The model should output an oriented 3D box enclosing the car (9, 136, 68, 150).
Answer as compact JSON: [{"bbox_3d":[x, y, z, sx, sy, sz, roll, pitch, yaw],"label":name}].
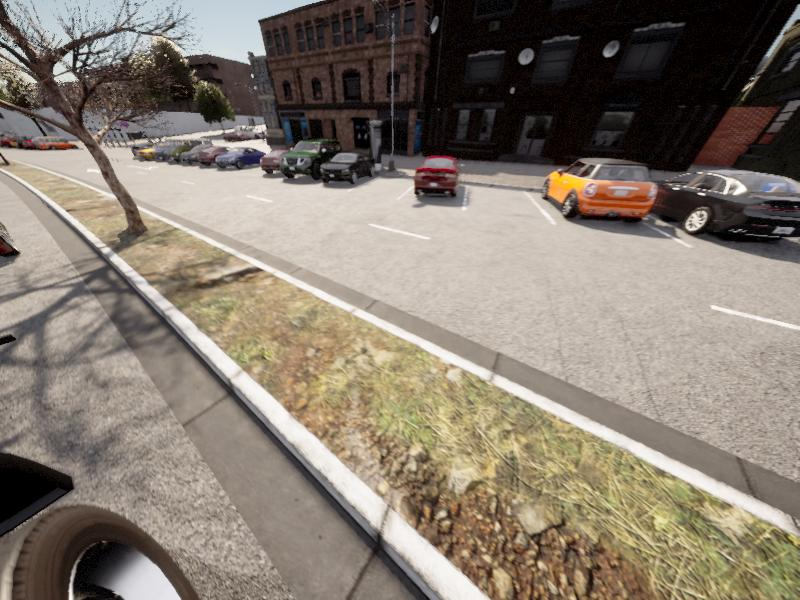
[{"bbox_3d":[-69.926,-30.554,44.897,2.435,2.045,5.566,3,35,4],"label":"car"}]

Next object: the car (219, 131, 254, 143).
[{"bbox_3d":[-29.660,-29.644,41.919,4.674,1.452,2.002,4,41,4],"label":"car"}]

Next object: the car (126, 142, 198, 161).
[{"bbox_3d":[-26.034,-16.544,25.635,1.946,1.575,5.366,7,35,8],"label":"car"}]

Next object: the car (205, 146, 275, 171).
[{"bbox_3d":[-13.129,-11.984,19.403,2.002,1.452,4.674,8,35,9],"label":"car"}]

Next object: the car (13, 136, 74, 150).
[{"bbox_3d":[-67.206,-29.757,43.805,2.435,2.045,5.566,4,35,4],"label":"car"}]

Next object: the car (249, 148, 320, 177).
[{"bbox_3d":[-8.055,-10.070,16.750,2.002,1.452,4.674,8,35,10],"label":"car"}]

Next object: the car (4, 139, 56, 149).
[{"bbox_3d":[-75.349,-31.955,47.240,1.946,1.575,5.366,3,35,4],"label":"car"}]

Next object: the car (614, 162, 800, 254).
[{"bbox_3d":[9.415,-3.128,7.057,2.231,1.521,4.892,9,36,12],"label":"car"}]

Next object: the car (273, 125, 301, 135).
[{"bbox_3d":[-24.461,-36.859,50.104,4.892,1.521,2.231,4,41,4],"label":"car"}]

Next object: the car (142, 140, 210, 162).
[{"bbox_3d":[-23.399,-15.858,24.485,2.185,1.767,4.553,7,35,8],"label":"car"}]

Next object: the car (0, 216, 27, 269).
[{"bbox_3d":[-10.289,-1.555,4.807,4.181,1.385,1.994,21,40,27],"label":"car"}]

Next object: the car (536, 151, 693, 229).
[{"bbox_3d":[6.944,-4.245,8.391,2.185,1.767,4.553,9,35,12],"label":"car"}]

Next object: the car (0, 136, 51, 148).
[{"bbox_3d":[-78.079,-32.823,48.000,2.435,2.045,5.566,3,35,4],"label":"car"}]

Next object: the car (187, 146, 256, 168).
[{"bbox_3d":[-15.691,-12.926,20.707,2.002,1.452,4.674,7,35,9],"label":"car"}]

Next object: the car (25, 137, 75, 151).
[{"bbox_3d":[-64.505,-28.917,42.696,1.878,1.987,4.442,4,35,4],"label":"car"}]

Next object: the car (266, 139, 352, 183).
[{"bbox_3d":[-5.522,-9.324,15.218,2.435,2.045,5.566,8,35,10],"label":"car"}]

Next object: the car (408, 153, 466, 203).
[{"bbox_3d":[1.989,-6.170,11.276,2.097,1.535,5.008,9,35,11],"label":"car"}]

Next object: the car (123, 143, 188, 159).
[{"bbox_3d":[-28.471,-17.592,27.161,2.163,1.488,4.792,6,35,8],"label":"car"}]

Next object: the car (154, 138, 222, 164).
[{"bbox_3d":[-20.841,-14.942,23.040,1.878,1.987,4.442,7,35,9],"label":"car"}]

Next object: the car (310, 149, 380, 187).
[{"bbox_3d":[-3.002,-8.157,14.032,2.097,1.535,5.008,9,35,10],"label":"car"}]

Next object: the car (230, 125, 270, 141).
[{"bbox_3d":[-28.336,-31.661,43.781,5.566,2.045,2.435,4,41,4],"label":"car"}]

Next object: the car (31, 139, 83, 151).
[{"bbox_3d":[-61.797,-28.103,41.756,2.185,1.767,4.553,4,35,5],"label":"car"}]

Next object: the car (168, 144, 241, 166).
[{"bbox_3d":[-18.247,-13.897,21.986,2.231,1.521,4.892,7,35,9],"label":"car"}]

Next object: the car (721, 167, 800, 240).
[{"bbox_3d":[11.885,-2.113,5.647,2.097,1.535,5.008,10,36,12],"label":"car"}]
